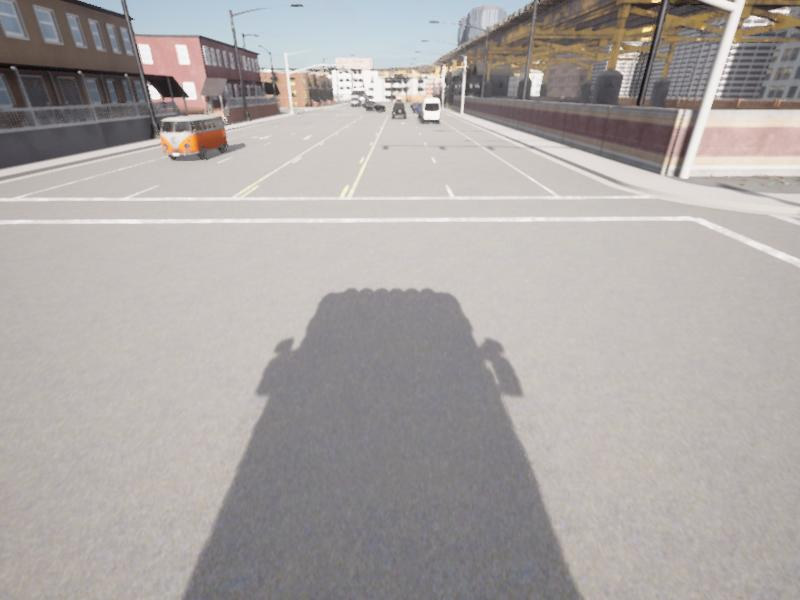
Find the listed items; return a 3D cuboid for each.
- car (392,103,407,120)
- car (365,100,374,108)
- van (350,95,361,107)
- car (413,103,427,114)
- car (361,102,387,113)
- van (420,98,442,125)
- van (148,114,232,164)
[{"bbox_3d":[-0.112,-24.792,52.462,1.905,1.878,3.866,0,27,0],"label":"car"},{"bbox_3d":[-7.212,-47.058,95.872,1.851,1.617,3.988,0,27,0],"label":"car"},{"bbox_3d":[-10.715,-47.950,96.431,1.988,2.561,5.915,0,27,0],"label":"van"},{"bbox_3d":[3.348,-33.182,69.312,2.152,1.651,5.027,0,27,0],"label":"car"},{"bbox_3d":[-4.762,-34.547,71.574,1.930,1.638,5.238,-20,34,-34],"label":"car"},{"bbox_3d":[3.408,-21.451,45.319,1.988,2.561,5.915,0,27,0],"label":"van"},{"bbox_3d":[-10.540,-8.367,20.536,1.775,1.987,4.442,0,27,0],"label":"van"}]
